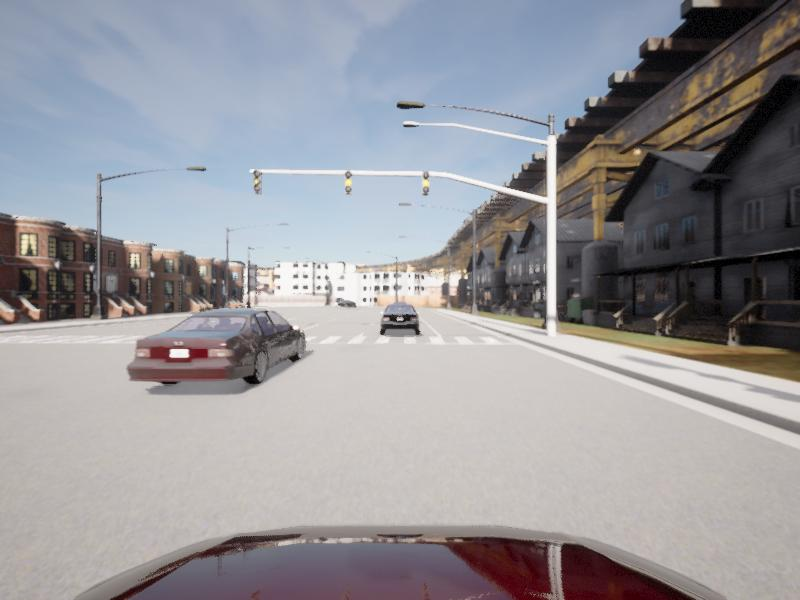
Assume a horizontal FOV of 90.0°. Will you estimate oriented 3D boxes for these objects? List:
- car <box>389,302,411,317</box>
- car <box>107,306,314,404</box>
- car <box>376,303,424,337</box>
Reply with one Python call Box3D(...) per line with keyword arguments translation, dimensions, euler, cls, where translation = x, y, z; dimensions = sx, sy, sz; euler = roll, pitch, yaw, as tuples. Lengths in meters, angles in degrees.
Box3D(translation=(0.008, 0.872, 39.549), dimensions=(2.033, 1.411, 5.357), euler=(0, 0, 0), cls="car")
Box3D(translation=(-3.497, 0.890, 8.849), dimensions=(2.033, 1.411, 5.357), euler=(0, 0, 0), cls="car")
Box3D(translation=(0.004, 0.883, 19.874), dimensions=(2.033, 1.411, 5.357), euler=(0, 0, 0), cls="car")
